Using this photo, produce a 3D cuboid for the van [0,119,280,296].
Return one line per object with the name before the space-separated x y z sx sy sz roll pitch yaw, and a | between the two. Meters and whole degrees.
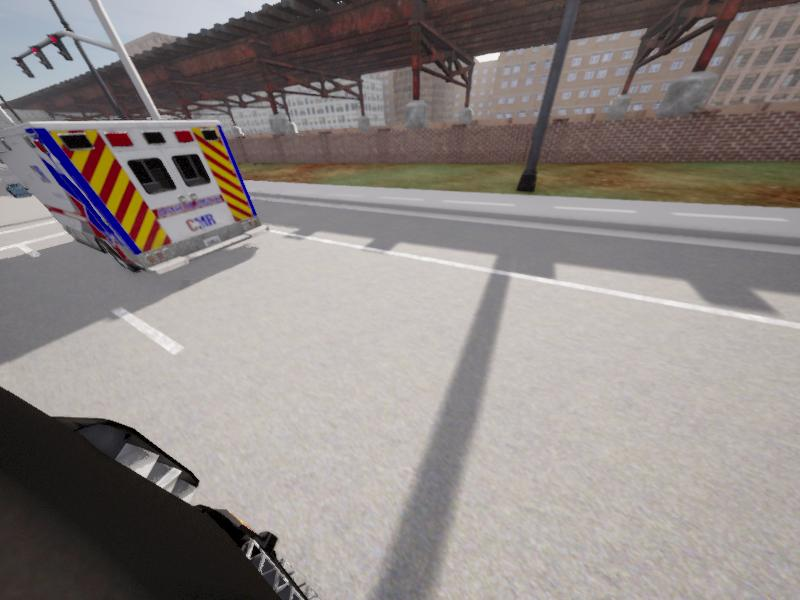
van | -6.377 -2.457 5.410 6.366 2.431 2.351 15 41 24
